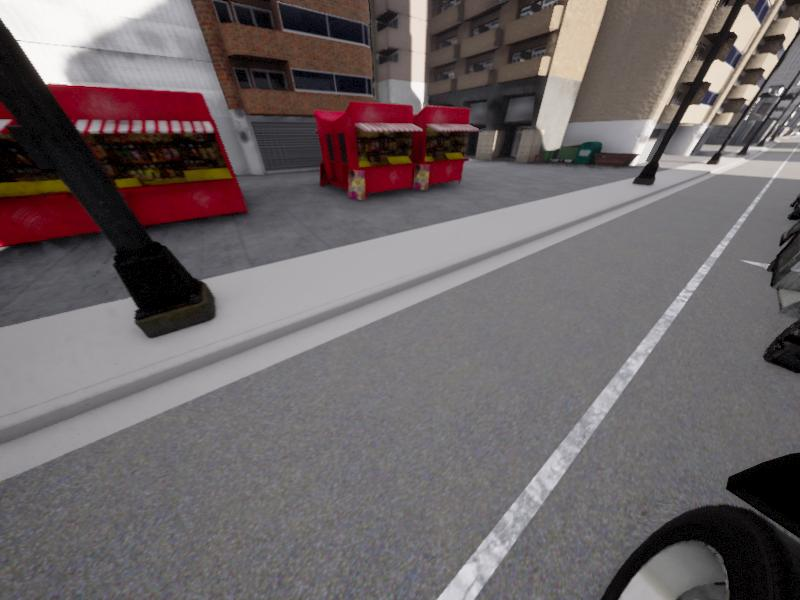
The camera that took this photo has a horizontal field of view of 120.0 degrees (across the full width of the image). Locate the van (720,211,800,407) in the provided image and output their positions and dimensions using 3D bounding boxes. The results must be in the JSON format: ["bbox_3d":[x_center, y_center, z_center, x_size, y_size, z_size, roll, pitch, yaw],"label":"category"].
[{"bbox_3d":[7.044,-0.653,2.716,6.366,2.431,2.351,-22,41,-28],"label":"van"}]

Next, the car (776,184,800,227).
[{"bbox_3d":[14.615,-3.355,7.363,4.902,1.511,2.128,-22,41,-28],"label":"car"}]
